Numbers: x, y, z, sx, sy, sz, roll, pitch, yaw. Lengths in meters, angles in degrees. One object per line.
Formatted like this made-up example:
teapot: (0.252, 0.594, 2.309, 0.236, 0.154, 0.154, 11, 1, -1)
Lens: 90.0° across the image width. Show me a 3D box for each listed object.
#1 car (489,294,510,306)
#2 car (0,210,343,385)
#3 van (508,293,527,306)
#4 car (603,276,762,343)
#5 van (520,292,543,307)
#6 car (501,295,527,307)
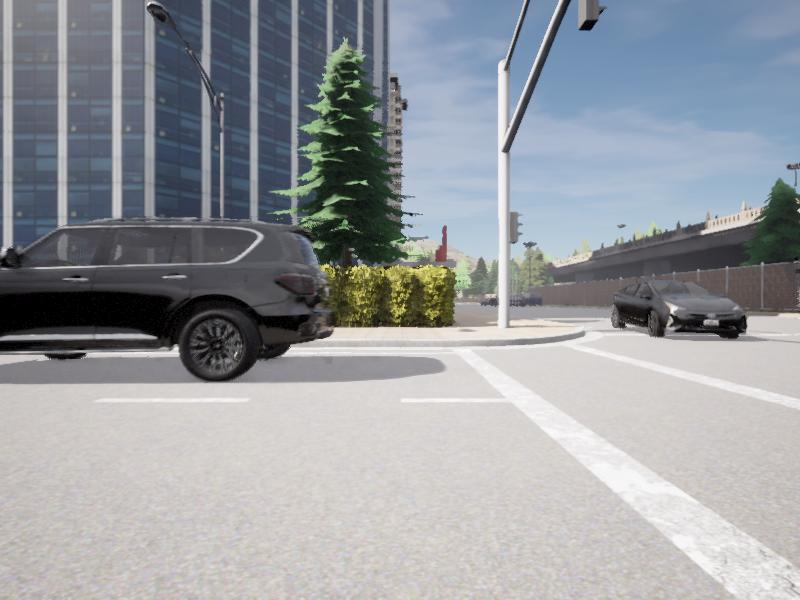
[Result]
car: (15.401, 0.041, 62.171, 2.097, 1.767, 4.553, 0, 0, 0)
car: (-3.743, -0.031, 5.763, 5.566, 2.045, 2.150, 0, 0, -1)
van: (18.907, -0.055, 64.328, 1.775, 1.987, 4.442, 0, 0, 0)
car: (7.582, 0.189, 11.412, 2.007, 1.525, 4.514, 0, 1, 11)
van: (18.888, -0.056, 57.558, 1.775, 1.987, 4.442, 0, 0, 0)
car: (15.381, 0.172, 54.263, 2.038, 1.542, 4.974, 0, 0, 0)
